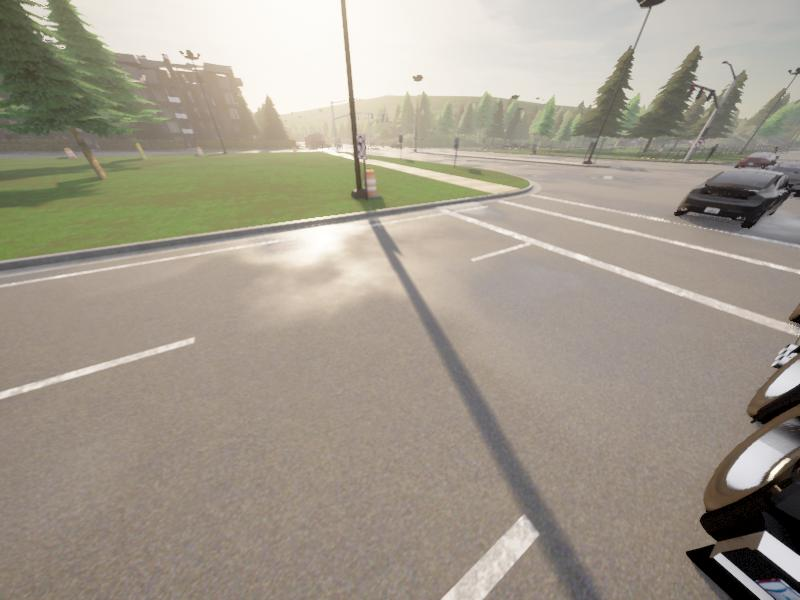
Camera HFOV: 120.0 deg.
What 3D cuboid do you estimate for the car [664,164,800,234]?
[{"bbox_3d":[12.002,-3.749,8.174,4.892,1.490,1.837,-18,39,-24],"label":"car"}]

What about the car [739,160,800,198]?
[{"bbox_3d":[20.987,-6.632,12.493,4.181,1.385,1.994,-18,39,-24],"label":"car"}]

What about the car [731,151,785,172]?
[{"bbox_3d":[34.344,-13.339,22.163,4.674,1.442,1.812,-18,39,-24],"label":"car"}]

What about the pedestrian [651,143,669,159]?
[{"bbox_3d":[36.280,-20.813,32.240,0.751,1.860,0.751,-15,38,-21],"label":"pedestrian"}]

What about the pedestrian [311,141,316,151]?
[{"bbox_3d":[-20.195,-36.003,53.879,0.751,1.860,0.751,-19,39,-25],"label":"pedestrian"}]

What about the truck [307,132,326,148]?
[{"bbox_3d":[-26.602,-50.856,73.486,2.891,3.827,8.468,-18,39,-25],"label":"truck"}]

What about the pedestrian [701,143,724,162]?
[{"bbox_3d":[38.468,-18.193,28.494,0.751,1.860,0.751,-16,38,-21],"label":"pedestrian"}]

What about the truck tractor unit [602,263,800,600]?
[{"bbox_3d":[5.104,-0.308,0.781,6.516,4.208,3.053,-19,39,-24],"label":"truck tractor unit"}]
